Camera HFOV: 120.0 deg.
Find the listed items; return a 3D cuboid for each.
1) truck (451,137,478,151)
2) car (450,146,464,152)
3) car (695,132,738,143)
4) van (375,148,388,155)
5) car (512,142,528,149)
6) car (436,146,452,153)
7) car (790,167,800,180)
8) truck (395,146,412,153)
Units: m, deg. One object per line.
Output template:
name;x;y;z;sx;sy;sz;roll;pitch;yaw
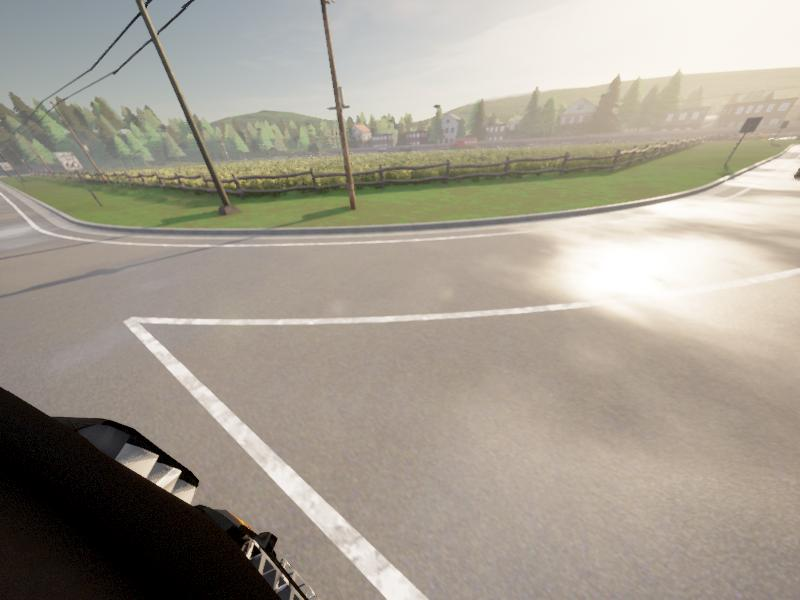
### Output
truck;22.461;-54.735;81.148;8.468;3.827;2.891;17;39;28
car;19.028;-50.556;77.255;4.193;1.474;1.816;17;39;28
car;68.177;-35.086;49.898;5.008;1.535;1.882;22;41;33
van;-7.298;-58.719;91.199;4.480;2.038;2.069;17;39;28
car;36.703;-47.110;70.576;3.988;1.617;1.851;17;39;28
car;14.430;-49.433;75.890;4.611;1.667;2.242;17;39;28
car;21.488;-6.774;11.188;4.181;1.385;1.994;-21;38;-25
truck;1.521;-60.033;92.398;6.274;2.098;2.390;17;39;28
